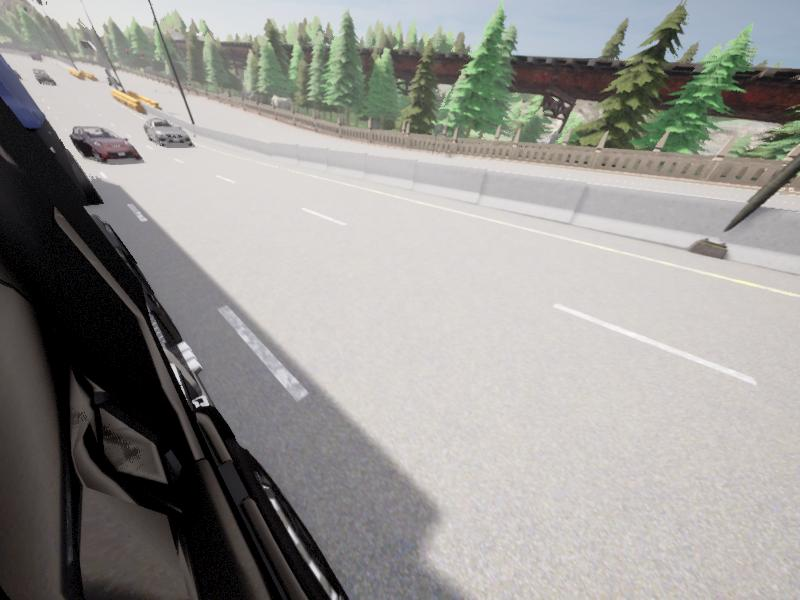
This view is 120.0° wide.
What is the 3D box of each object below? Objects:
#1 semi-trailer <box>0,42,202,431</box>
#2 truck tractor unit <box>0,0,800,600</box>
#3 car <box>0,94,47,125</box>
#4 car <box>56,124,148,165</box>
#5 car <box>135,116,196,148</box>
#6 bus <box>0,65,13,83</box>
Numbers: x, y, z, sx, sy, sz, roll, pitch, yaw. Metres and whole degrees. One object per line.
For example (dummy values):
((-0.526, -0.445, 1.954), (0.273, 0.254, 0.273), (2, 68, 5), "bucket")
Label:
((-8.696, -3.610, 4.226), (14.254, 4.402, 2.717), (28, 44, 30), "semi-trailer")
((-2.645, -0.295, 0.351), (6.516, 4.208, 3.053), (28, 44, 30), "truck tractor unit")
((-34.868, -17.594, 21.264), (5.366, 1.575, 1.801), (33, 46, 26), "car")
((-16.448, -8.676, 12.827), (3.633, 1.501, 1.845), (21, 41, 22), "car")
((-19.552, -13.993, 19.241), (5.027, 1.651, 2.152), (30, 45, 28), "car")
((-65.620, -34.441, 32.565), (3.944, 4.253, 10.273), (30, 45, 22), "bus")
